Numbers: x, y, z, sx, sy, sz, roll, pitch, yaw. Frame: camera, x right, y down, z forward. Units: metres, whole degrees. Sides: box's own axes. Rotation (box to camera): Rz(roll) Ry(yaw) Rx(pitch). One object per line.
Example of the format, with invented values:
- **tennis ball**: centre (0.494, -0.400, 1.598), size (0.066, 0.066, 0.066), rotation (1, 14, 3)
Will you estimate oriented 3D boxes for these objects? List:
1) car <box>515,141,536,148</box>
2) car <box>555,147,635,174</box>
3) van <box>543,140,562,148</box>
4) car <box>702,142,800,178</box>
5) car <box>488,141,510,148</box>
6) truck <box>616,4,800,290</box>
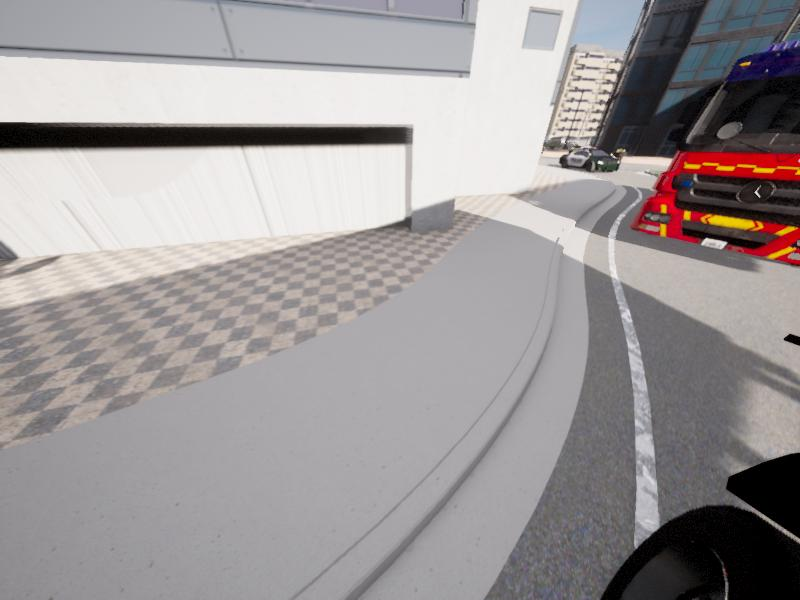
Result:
- **car**: centre (35.945, -44.581, 66.349), size (4.856, 1.649, 2.033), rotation (-8, 36, -12)
- **car**: centre (15.354, -11.359, 18.662), size (2.038, 1.542, 4.974), rotation (-2, 35, -3)
- **van**: centre (44.985, -45.990, 68.194), size (4.442, 1.987, 1.775), rotation (-8, 36, -12)
- **car**: centre (25.053, -9.755, 15.948), size (4.605, 1.855, 1.932), rotation (26, 43, 33)
- **car**: centre (27.796, -43.408, 64.619), size (5.366, 1.575, 1.801), rotation (-8, 36, -12)
- **truck**: centre (9.841, -3.753, 5.856), size (8.468, 3.827, 2.891), rotation (-22, 40, -28)
